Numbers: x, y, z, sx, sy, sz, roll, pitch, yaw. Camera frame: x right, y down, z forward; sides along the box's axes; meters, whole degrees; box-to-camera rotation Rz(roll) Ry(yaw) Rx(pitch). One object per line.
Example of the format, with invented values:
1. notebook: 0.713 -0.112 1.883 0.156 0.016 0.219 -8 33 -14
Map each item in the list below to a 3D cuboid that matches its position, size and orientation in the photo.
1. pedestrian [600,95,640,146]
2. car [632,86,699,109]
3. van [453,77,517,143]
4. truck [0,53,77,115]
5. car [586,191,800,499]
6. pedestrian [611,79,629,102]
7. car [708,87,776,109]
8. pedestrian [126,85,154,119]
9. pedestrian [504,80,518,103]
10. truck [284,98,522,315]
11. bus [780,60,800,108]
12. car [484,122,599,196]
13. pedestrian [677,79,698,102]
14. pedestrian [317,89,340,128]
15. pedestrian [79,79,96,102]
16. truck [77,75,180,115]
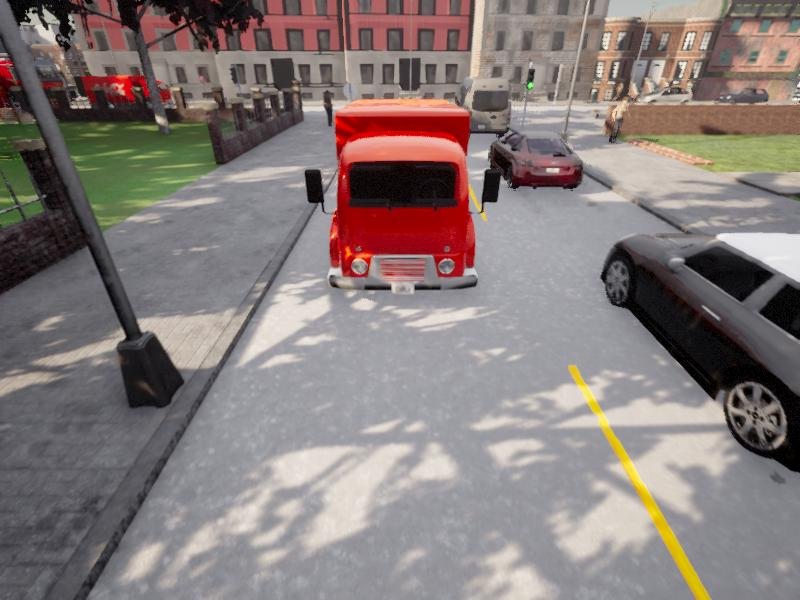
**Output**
1. pedestrian: 9.201 -7.538 16.809 0.751 1.860 0.751 -2 30 -4
2. car: 21.945 -16.802 33.195 3.988 1.617 1.851 0 30 0
3. van: 4.056 -9.822 20.315 1.988 2.561 5.915 0 30 1
4. truck: -29.618 -15.756 29.201 8.468 3.827 2.891 0 30 0
5. car: 4.023 0.018 4.523 1.970 1.475 3.806 0 30 0
6. pedestrian: 20.601 -19.590 37.462 0.751 1.860 0.751 -2 30 -3
7. car: 28.304 -16.757 33.195 3.633 1.501 1.845 0 30 0
8. pedestrian: -16.561 -12.595 25.484 0.751 1.860 0.751 0 30 0
9. pedestrian: 10.245 -19.335 37.023 0.751 1.860 0.751 -3 30 -6
10. truck: 0.025 -2.155 7.277 2.627 2.467 5.204 0 30 0
11. bus: 38.546 -17.854 32.377 10.273 4.253 3.944 0 30 0
12. car: 4.039 -4.463 12.299 1.994 1.385 4.181 0 30 0
13. pedestrian: 26.911 -19.598 37.476 0.751 1.860 0.751 -9 31 -15
14. pedestrian: -3.904 -10.492 21.884 0.751 1.860 0.751 24 38 35
15. pedestrian: -29.960 -20.109 38.374 0.751 1.860 0.751 -20 36 -31
16. truck: -19.816 -15.164 29.529 5.204 2.467 2.627 0 30 -1
